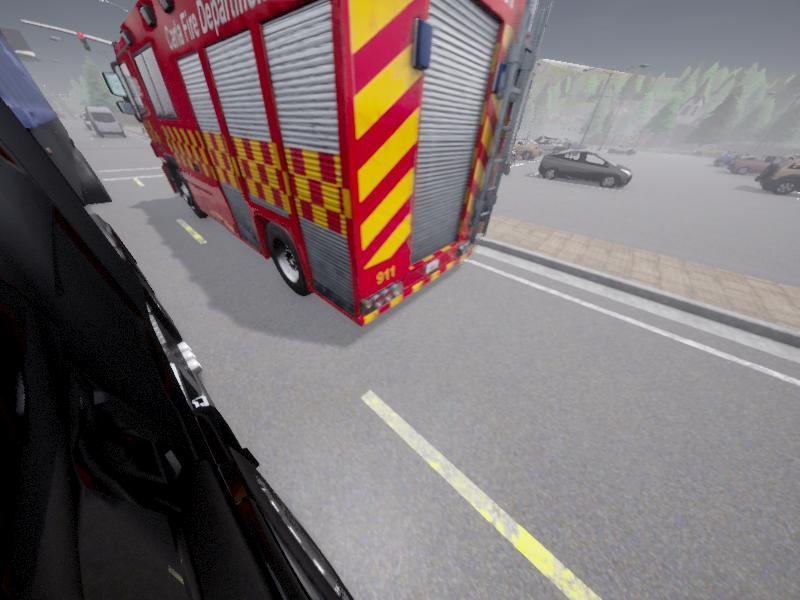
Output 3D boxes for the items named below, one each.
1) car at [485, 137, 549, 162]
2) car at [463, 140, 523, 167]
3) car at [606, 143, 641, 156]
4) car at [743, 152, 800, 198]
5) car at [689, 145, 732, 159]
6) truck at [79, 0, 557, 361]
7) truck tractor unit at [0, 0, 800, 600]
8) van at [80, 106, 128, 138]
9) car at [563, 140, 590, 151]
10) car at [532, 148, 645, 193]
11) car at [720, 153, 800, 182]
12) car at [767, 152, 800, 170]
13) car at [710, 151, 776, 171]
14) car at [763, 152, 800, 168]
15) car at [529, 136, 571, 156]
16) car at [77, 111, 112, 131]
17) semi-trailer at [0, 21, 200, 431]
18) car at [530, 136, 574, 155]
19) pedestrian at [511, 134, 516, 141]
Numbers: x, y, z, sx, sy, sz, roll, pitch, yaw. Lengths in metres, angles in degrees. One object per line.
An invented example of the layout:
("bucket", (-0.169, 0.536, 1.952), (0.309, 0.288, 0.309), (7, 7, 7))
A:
("car", (11.432, -14.949, 22.848), (5.027, 1.636, 2.152), (29, 44, 30))
("car", (7.447, -11.990, 18.767), (3.806, 1.475, 1.970), (29, 44, 30))
("car", (37.405, -25.227, 38.684), (3.806, 1.475, 1.970), (29, 44, 30))
("car", (22.432, -6.341, 12.033), (4.605, 1.855, 1.932), (29, 44, 30))
("car", (60.362, -28.924, 45.042), (4.605, 1.855, 1.932), (29, 44, 30))
("truck", (-2.506, -3.226, 4.605), (8.468, 3.827, 2.891), (29, 44, 31))
("truck tractor unit", (-2.645, -0.295, 0.352), (6.516, 4.208, 3.053), (28, 44, 30))
("van", (-32.751, -19.691, 25.558), (5.915, 2.561, 1.988), (29, 44, 31))
("car", (33.791, -29.635, 44.293), (3.633, 1.501, 1.845), (29, 44, 30))
("car", (10.330, -7.401, 12.959), (4.514, 1.523, 2.007), (29, 44, 30))
("car", (31.161, -11.240, 19.485), (4.514, 1.523, 2.007), (29, 44, 30))
("car", (51.338, -17.365, 29.066), (5.027, 1.636, 2.152), (29, 44, 30))
("car", (37.771, -15.503, 25.648), (3.633, 1.501, 1.845), (29, 44, 30))
("car", (53.364, -18.729, 31.036), (4.514, 1.523, 2.007), (29, 44, 30))
("car", (19.860, -20.514, 30.704), (3.866, 1.878, 1.905), (29, 44, 30))
("car", (-45.419, -26.605, 34.320), (5.566, 2.045, 2.150), (29, 44, 31))
("semi-trailer", (-8.595, -3.685, 4.309), (14.254, 4.402, 2.717), (29, 44, 31))
("car", (21.463, -21.920, 32.720), (4.605, 1.855, 1.932), (29, 44, 30))
("pedestrian", (35.616, -50.965, 72.419), (0.751, 1.860, 0.751), (-29, 47, -35))
